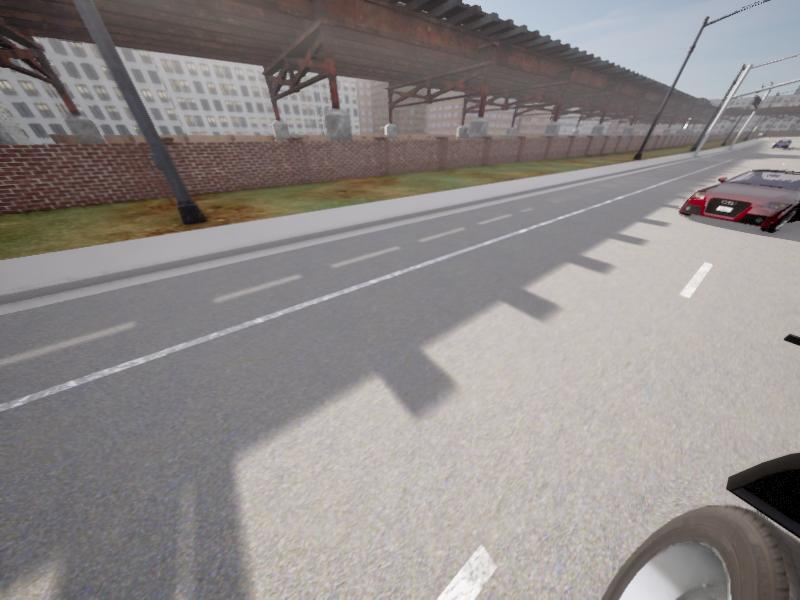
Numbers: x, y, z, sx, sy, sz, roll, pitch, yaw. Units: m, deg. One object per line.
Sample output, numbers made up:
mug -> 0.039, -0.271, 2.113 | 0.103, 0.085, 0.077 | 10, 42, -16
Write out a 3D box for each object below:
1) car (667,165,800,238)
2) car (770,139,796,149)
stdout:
car -> 11.223, -3.246, 7.222 | 4.181, 1.385, 1.994 | -14, 38, -19
car -> 69.686, -28.415, 42.057 | 3.633, 1.501, 1.845 | -23, 41, -27
